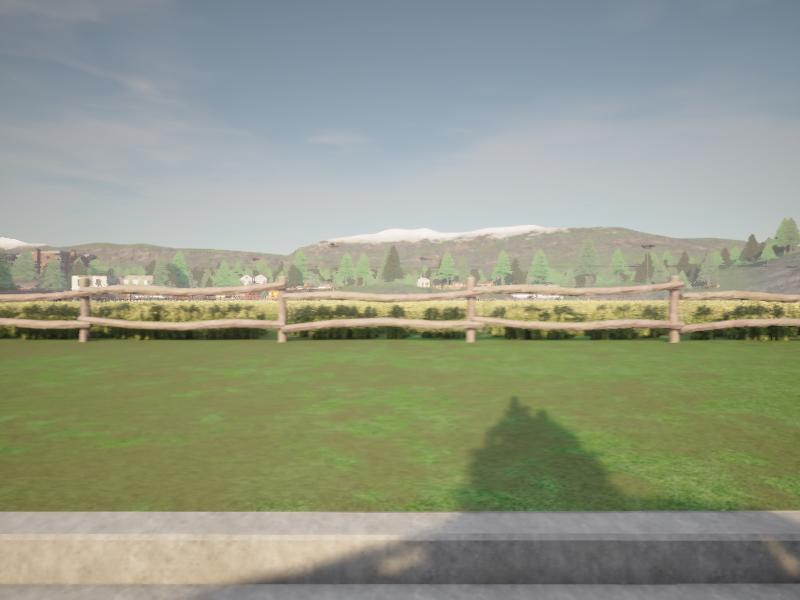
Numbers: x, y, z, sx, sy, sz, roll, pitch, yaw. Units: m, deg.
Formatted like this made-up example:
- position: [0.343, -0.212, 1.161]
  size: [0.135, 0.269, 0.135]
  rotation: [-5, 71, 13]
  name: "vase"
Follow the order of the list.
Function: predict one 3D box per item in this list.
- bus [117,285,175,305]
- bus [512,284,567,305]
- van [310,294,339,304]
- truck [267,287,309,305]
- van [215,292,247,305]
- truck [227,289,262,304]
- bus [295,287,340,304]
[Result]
- position: [-55.732, -1.119, 88.053]
  size: [10.273, 4.253, 3.944]
  rotation: [0, 0, 0]
  name: "bus"
- position: [29.417, -1.148, 84.945]
  size: [10.273, 4.253, 3.944]
  rotation: [0, 0, 0]
  name: "bus"
- position: [-17.965, -0.220, 95.104]
  size: [6.366, 2.431, 2.351]
  rotation: [0, 0, 0]
  name: "van"
- position: [-24.594, -0.916, 88.070]
  size: [8.468, 3.827, 2.891]
  rotation: [0, 0, 0]
  name: "truck"
- position: [-35.596, -0.287, 84.520]
  size: [5.915, 2.561, 1.988]
  rotation: [0, 0, 0]
  name: "van"
- position: [-42.187, -0.910, 109.017]
  size: [2.891, 3.827, 8.468]
  rotation: [0, 0, 45]
  name: "truck"
- position: [-20.302, -1.131, 98.716]
  size: [10.273, 4.253, 3.944]
  rotation: [0, 0, 0]
  name: "bus"
